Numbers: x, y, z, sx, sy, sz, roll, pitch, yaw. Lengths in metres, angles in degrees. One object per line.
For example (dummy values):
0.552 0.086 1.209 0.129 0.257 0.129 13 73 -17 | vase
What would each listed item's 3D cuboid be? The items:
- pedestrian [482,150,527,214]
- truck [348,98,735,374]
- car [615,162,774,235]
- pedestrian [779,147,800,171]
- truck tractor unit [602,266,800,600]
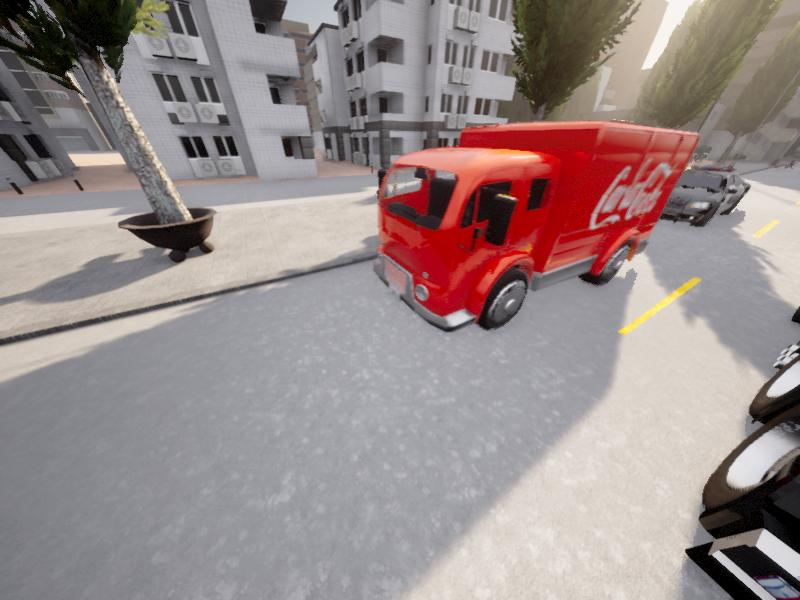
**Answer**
3.620 -4.140 8.124 0.751 1.860 0.751 -24 42 -30 | pedestrian
2.176 -1.516 4.047 5.204 2.467 2.627 -18 39 -25 | truck
10.442 -3.820 8.228 4.974 1.542 2.038 -19 39 -24 | car
36.589 -13.033 21.349 0.751 1.860 0.751 -19 39 -26 | pedestrian
5.110 -0.303 0.772 6.516 4.208 3.053 -18 39 -24 | truck tractor unit
